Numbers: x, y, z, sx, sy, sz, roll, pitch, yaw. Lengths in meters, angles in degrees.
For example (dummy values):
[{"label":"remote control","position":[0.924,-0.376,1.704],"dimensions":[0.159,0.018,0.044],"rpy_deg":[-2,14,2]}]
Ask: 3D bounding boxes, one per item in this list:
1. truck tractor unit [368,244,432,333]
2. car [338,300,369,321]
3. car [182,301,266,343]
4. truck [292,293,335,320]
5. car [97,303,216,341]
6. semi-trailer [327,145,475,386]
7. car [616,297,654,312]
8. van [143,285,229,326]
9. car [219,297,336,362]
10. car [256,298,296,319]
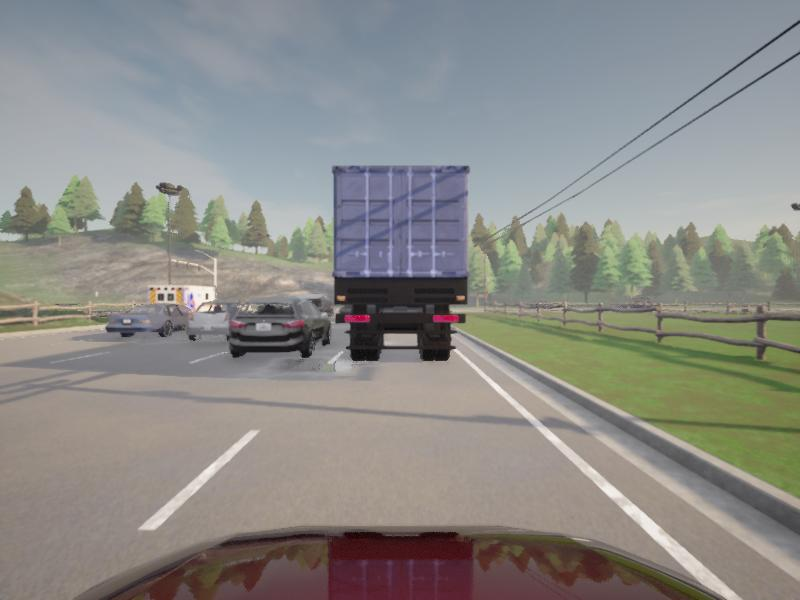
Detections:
[{"label":"truck tractor unit","position":[-0.005,-0.560,22.382],"dimensions":[3.053,4.208,6.516],"rpy_deg":[0,0,0]},{"label":"car","position":[-3.501,0.793,30.821],"dimensions":[1.837,1.490,4.892],"rpy_deg":[0,0,0]},{"label":"car","position":[-7.000,0.801,16.344],"dimensions":[1.845,1.501,3.633],"rpy_deg":[0,0,0]},{"label":"truck","position":[-7.055,0.488,33.414],"dimensions":[2.390,2.098,6.274],"rpy_deg":[0,0,-1]},{"label":"car","position":[-10.500,0.865,17.901],"dimensions":[2.033,1.411,5.357],"rpy_deg":[0,0,0]},{"label":"semi-trailer","position":[0.002,-0.647,14.459],"dimensions":[2.717,4.402,14.254],"rpy_deg":[0,0,0]},{"label":"car","position":[30.526,0.561,51.976],"dimensions":[3.866,1.878,1.905],"rpy_deg":[0,0,1]},{"label":"van","position":[-13.999,0.334,26.801],"dimensions":[2.351,2.431,6.366],"rpy_deg":[0,0,0]},{"label":"car","position":[-3.500,0.737,12.497],"dimensions":[2.242,1.667,4.611],"rpy_deg":[0,0,0]},{"label":"car","position":[-10.569,0.716,34.466],"dimensions":[1.930,1.638,5.238],"rpy_deg":[0,0,-1]}]
